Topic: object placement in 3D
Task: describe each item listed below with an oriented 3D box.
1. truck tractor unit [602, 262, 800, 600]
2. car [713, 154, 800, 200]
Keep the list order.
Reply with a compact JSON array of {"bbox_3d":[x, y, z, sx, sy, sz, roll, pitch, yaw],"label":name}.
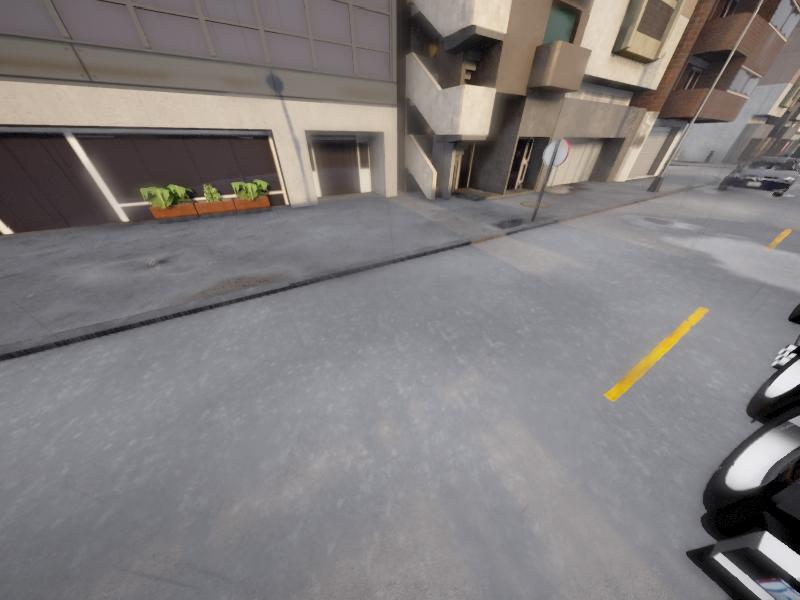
[{"bbox_3d":[5.107,-0.305,0.786,6.516,4.208,3.053,-18,39,-24],"label":"truck tractor unit"},{"bbox_3d":[19.573,-6.743,12.400,5.027,1.651,2.152,-21,40,-27],"label":"car"}]
